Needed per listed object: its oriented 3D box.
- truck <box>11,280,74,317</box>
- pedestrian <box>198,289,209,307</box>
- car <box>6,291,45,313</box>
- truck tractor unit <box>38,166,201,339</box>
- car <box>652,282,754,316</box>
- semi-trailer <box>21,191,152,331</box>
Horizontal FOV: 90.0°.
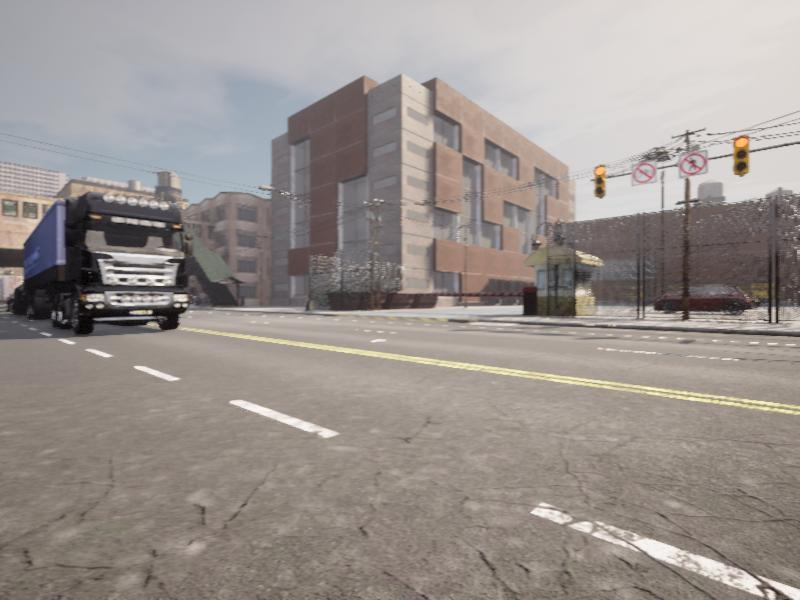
[{"bbox_3d":[-22.843,-0.098,25.468,6.274,2.098,2.390,0,0,43],"label":"truck"},{"bbox_3d":[-20.039,-0.190,40.762,0.751,1.860,0.751,0,0,43],"label":"pedestrian"},{"bbox_3d":[-30.317,0.121,32.352,5.238,1.638,1.930,0,0,43],"label":"car"},{"bbox_3d":[-9.380,-1.144,13.054,6.516,4.208,3.053,0,0,43],"label":"truck tractor unit"},{"bbox_3d":[17.382,-0.065,23.072,4.553,1.767,2.185,0,0,42],"label":"car"},{"bbox_3d":[-15.132,-1.248,18.489,14.254,4.402,2.717,0,0,44],"label":"semi-trailer"}]
